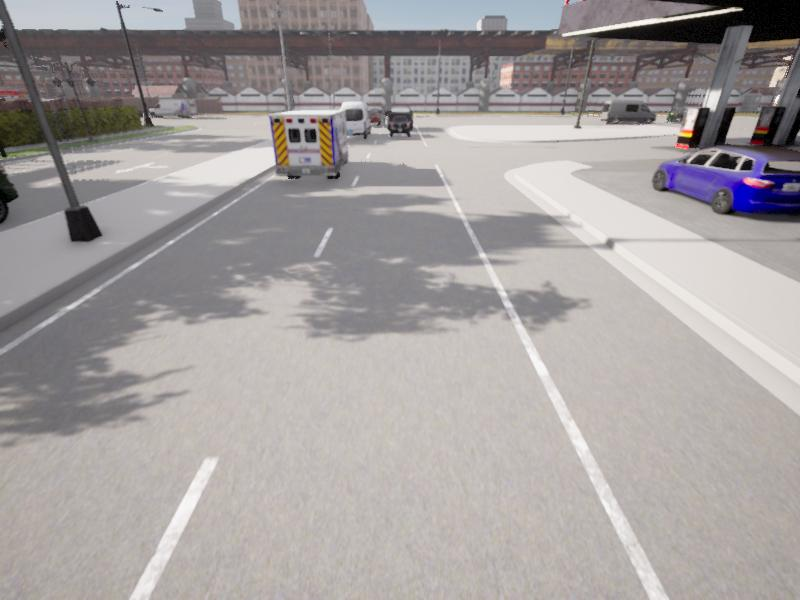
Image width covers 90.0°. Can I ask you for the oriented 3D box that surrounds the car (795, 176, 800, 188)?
[{"bbox_3d":[15.454,-3.937,12.613,1.970,1.475,3.806,0,27,0],"label":"car"}]

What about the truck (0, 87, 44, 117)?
[{"bbox_3d":[-58.383,-29.095,58.617,8.468,3.827,2.891,1,27,0],"label":"truck"}]

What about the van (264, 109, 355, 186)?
[{"bbox_3d":[-3.498,-6.765,17.164,2.351,2.431,6.366,0,27,0],"label":"van"}]

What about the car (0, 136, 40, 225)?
[{"bbox_3d":[-11.504,-2.193,8.650,2.150,2.045,5.566,0,27,0],"label":"car"}]

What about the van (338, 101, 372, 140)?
[{"bbox_3d":[-3.492,-14.596,32.312,1.988,2.561,5.915,0,27,0],"label":"van"}]

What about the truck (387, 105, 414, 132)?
[{"bbox_3d":[0.044,-17.727,38.906,2.390,2.098,6.274,0,27,0],"label":"truck"}]

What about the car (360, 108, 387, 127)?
[{"bbox_3d":[-2.911,-20.562,44.947,2.152,1.651,5.027,3,27,7],"label":"car"}]

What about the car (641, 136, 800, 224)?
[{"bbox_3d":[9.709,-3.737,11.860,2.242,1.667,4.611,0,27,0],"label":"car"}]

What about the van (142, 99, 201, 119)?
[{"bbox_3d":[-31.740,-26.630,55.825,6.366,2.431,2.351,0,27,0],"label":"van"}]

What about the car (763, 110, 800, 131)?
[{"bbox_3d":[38.356,-17.798,39.625,5.238,1.638,1.930,-19,32,-32],"label":"car"}]

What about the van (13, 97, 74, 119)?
[{"bbox_3d":[-49.578,-26.810,55.814,5.915,2.561,1.988,1,27,0],"label":"van"}]

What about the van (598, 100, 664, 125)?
[{"bbox_3d":[26.589,-21.723,46.269,5.915,2.561,1.988,0,27,0],"label":"van"}]

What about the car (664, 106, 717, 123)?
[{"bbox_3d":[35.639,-22.800,49.204,4.553,1.767,2.097,2,27,4],"label":"car"}]

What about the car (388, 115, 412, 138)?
[{"bbox_3d":[0.003,-14.358,32.959,1.845,1.501,3.633,0,27,0],"label":"car"}]
